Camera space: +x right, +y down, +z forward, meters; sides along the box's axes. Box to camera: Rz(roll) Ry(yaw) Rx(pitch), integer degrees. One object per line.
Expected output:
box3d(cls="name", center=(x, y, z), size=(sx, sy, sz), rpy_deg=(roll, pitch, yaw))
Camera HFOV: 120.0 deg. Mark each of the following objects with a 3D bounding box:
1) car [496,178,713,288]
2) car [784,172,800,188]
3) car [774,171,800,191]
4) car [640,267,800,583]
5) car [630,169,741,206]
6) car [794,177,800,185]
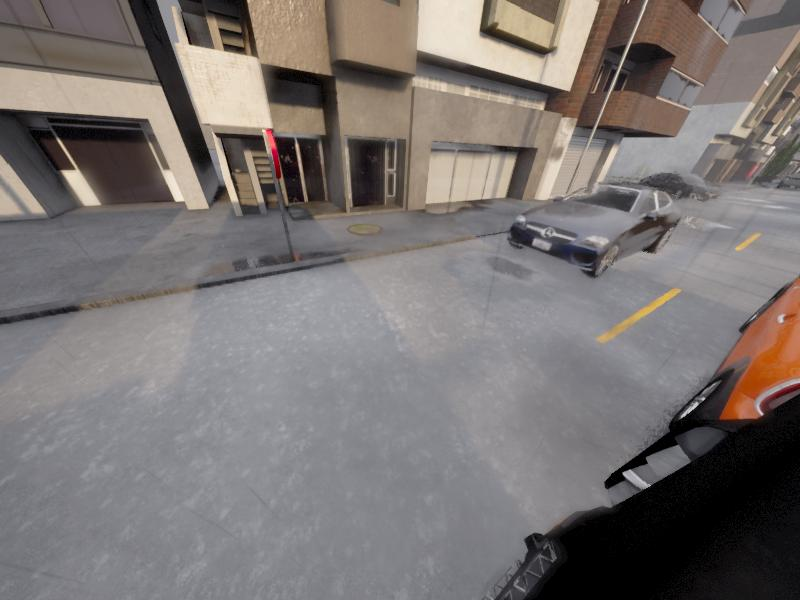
box3d(cls="car", center=(5.283, -2.087, 6.023), size=(5.027, 1.651, 2.152), rpy_deg=(-16, 38, -26))
box3d(cls="car", center=(51.693, -15.276, 29.469), size=(5.366, 1.575, 1.801), rpy_deg=(-16, 38, -26))
box3d(cls="car", center=(45.543, -13.611, 26.298), size=(4.553, 1.767, 2.097), rpy_deg=(-16, 38, -26))
box3d(cls="car", center=(4.629, 0.595, 1.779), size=(4.553, 1.767, 2.097), rpy_deg=(-16, 38, -26))
box3d(cls="car", center=(19.055, -7.853, 15.872), size=(1.837, 1.490, 4.892), rpy_deg=(6, 34, 2))
box3d(cls="car", center=(60.657, -17.786, 34.027), size=(3.806, 1.475, 1.970), rpy_deg=(-16, 38, -26))
